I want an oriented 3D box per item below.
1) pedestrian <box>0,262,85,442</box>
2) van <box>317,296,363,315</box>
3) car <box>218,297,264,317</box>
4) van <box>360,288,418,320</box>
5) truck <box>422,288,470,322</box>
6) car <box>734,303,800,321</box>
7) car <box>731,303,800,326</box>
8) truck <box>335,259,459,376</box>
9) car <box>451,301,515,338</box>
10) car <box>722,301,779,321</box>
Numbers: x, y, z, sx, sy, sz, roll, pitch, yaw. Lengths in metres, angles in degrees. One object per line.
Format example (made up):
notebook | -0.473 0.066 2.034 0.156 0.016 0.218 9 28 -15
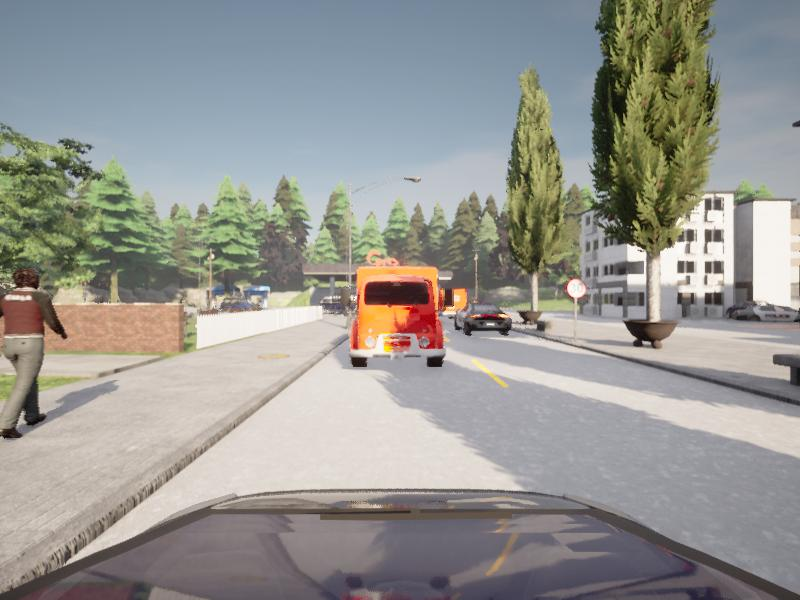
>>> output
pedestrian | -4.205 0.536 4.492 0.751 1.860 0.751 0 0 -2
van | -6.481 0.601 43.403 4.480 2.038 2.069 0 -2 12
car | -15.749 0.672 39.809 3.866 1.878 1.905 0 0 0
van | -1.086 0.347 35.421 1.988 2.561 5.915 2 -1 -37
truck | 3.496 0.378 31.585 2.627 2.467 5.204 0 0 -7
car | 27.327 0.878 28.996 4.536 1.218 1.853 0 0 30
car | 27.373 1.035 28.970 4.974 1.542 2.038 0 0 30
truck | -0.078 0.362 11.038 2.627 2.467 5.204 0 0 0
car | 3.872 0.842 19.596 2.038 1.542 4.974 0 0 0
car | 27.697 0.793 31.770 1.845 1.501 3.633 0 0 11
